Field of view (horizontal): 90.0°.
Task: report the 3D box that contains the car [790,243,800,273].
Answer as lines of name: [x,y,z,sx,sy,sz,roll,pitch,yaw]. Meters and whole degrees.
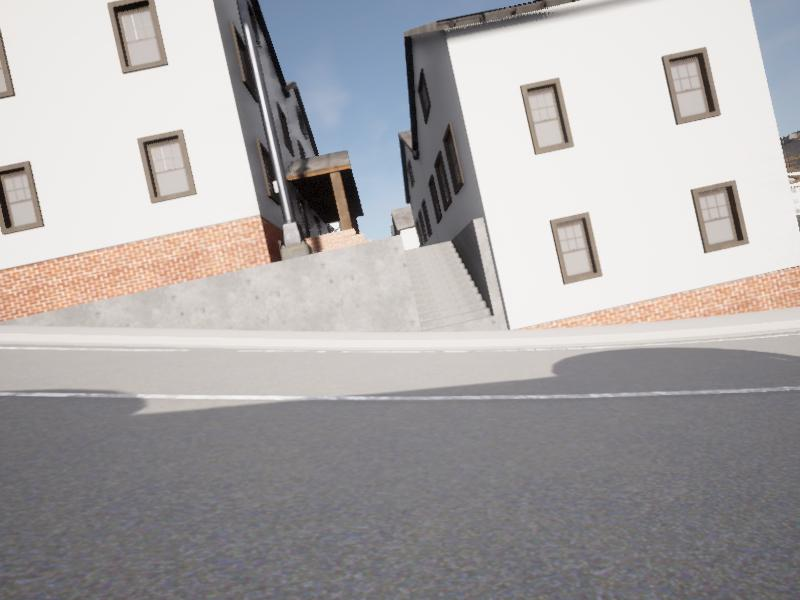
car: [20.383,-2.229,17.485,1.812,1.442,4.674,-12,0,-1]

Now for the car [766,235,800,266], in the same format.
car: [23.888,-3.071,23.121,1.789,1.549,3.705,-12,0,0]

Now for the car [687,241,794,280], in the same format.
car: [20.482,-2.284,24.441,2.163,1.488,4.792,-12,0,0]
